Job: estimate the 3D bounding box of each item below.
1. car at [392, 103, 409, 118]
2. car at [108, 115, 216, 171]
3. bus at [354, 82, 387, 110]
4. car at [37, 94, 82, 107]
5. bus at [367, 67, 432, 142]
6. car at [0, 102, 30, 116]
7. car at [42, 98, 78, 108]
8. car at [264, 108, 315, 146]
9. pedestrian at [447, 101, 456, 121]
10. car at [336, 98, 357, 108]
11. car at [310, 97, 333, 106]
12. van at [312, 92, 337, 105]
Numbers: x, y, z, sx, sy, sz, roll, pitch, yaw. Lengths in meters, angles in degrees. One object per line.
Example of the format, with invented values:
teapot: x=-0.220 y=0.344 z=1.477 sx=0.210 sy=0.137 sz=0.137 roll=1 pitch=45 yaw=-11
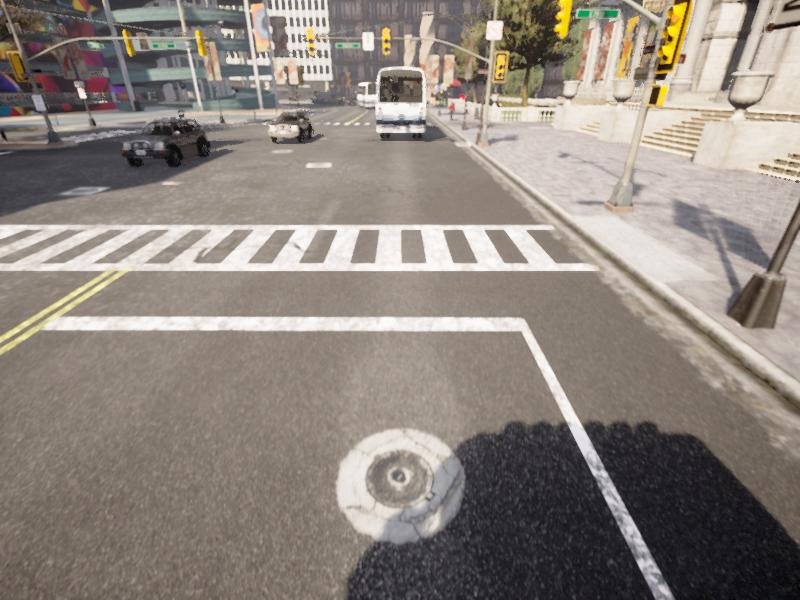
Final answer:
car: x=0.126 y=-24.061 z=50.652 sx=2.038 sy=1.542 sz=4.974 roll=0 pitch=28 yaw=0
car: x=-10.446 y=-7.207 z=18.098 sx=1.932 sy=1.855 sz=4.605 roll=0 pitch=28 yaw=0
bus: x=-5.496 y=-36.736 z=71.882 sx=3.944 sy=4.253 sz=10.273 roll=-7 pitch=29 yaw=-13
car: x=-62.057 y=-36.383 z=72.958 sx=5.566 sy=2.045 sz=2.435 roll=0 pitch=28 yaw=0
bus: x=-0.027 y=-14.624 z=29.724 sx=3.944 sy=4.253 sz=10.273 roll=0 pitch=28 yaw=0
car: x=-49.985 y=-24.008 z=50.144 sx=4.902 sy=1.511 sz=2.128 roll=0 pitch=28 yaw=0
car: x=-62.116 y=-36.036 z=73.139 sx=4.514 sy=1.523 sz=2.007 roll=0 pitch=28 yaw=0
car: x=-6.924 y=-11.161 z=25.650 sx=1.932 sy=1.855 sz=4.605 roll=0 pitch=28 yaw=0
pedestrian: x=5.280 y=-19.386 z=41.015 sx=0.751 sy=1.860 sz=0.751 roll=9 pitch=29 yaw=17
car: x=-11.215 y=-41.132 z=83.367 sx=2.152 sy=1.651 sz=5.027 roll=-18 pitch=33 yaw=-31
car: x=-17.600 y=-44.359 z=89.499 sx=5.027 sy=1.651 sz=2.152 roll=21 pitch=34 yaw=34
van: x=-17.510 y=-46.972 z=93.143 sx=5.915 sy=2.561 sz=1.988 roll=19 pitch=33 yaw=31
